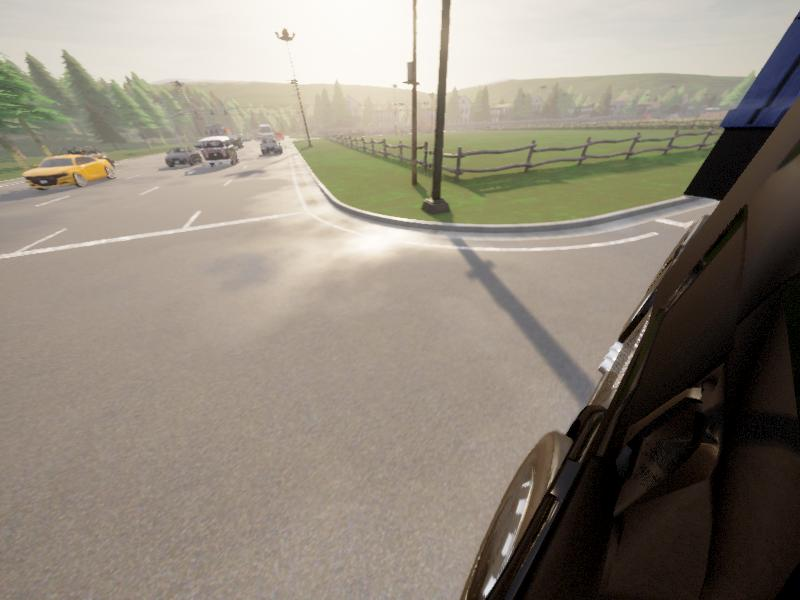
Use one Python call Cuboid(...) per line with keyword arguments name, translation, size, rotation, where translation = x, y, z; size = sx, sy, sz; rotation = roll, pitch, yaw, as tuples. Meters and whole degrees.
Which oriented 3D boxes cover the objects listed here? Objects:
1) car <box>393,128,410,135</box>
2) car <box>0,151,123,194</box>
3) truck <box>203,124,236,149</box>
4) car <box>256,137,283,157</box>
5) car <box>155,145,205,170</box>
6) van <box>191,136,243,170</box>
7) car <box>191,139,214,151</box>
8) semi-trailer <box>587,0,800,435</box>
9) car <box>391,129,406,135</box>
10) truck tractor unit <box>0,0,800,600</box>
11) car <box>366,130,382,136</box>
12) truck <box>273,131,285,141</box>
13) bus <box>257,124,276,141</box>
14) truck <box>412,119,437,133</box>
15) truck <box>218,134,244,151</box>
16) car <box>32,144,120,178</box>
Cuboid(name="car", translation=(0.572, -57.980, 79.499), size=(5.366, 1.575, 1.801), rotation=(-15, 39, -17))
Cuboid(name="car", translation=(-19.739, -7.812, 13.903), size=(1.882, 1.535, 5.008), rotation=(-15, 39, -16))
Cuboid(name="truck", translation=(-37.144, -34.081, 47.982), size=(2.891, 3.827, 8.468), rotation=(-15, 39, -16))
Cuboid(name="car", translation=(-15.381, -18.315, 27.518), size=(2.242, 1.667, 4.611), rotation=(-15, 39, -16))
Cuboid(name="car", translation=(-19.355, -12.824, 20.604), size=(1.816, 1.474, 4.193), rotation=(-15, 39, -16))
Cuboid(name="van", translation=(-15.172, -12.542, 19.511), size=(2.069, 2.038, 4.480), rotation=(-15, 39, -16))
Cuboid(name="car", translation=(-39.807, -31.426, 46.681), size=(2.152, 1.651, 5.027), rotation=(-15, 39, -16))
Cuboid(name="semi-trailer", translation=(9.431, -2.962, 3.337), size=(14.254, 4.402, 2.717), rotation=(-19, 40, -20))
Cuboid(name="car", translation=(-0.441, -59.972, 82.215), size=(5.008, 1.535, 1.882), rotation=(-15, 39, -17))
Cuboid(name="truck tractor unit", translation=(2.645, -0.295, 0.351), size=(6.516, 4.208, 3.053), rotation=(-28, 44, -30))
Cuboid(name="car", translation=(-8.977, -57.590, 79.593), size=(4.792, 1.488, 2.163), rotation=(-15, 39, -17))
Cuboid(name="truck", translation=(-39.265, -53.386, 74.940), size=(2.627, 2.467, 5.204), rotation=(-15, 39, -16))
Cuboid(name="bus", translation=(-44.310, -55.993, 77.216), size=(3.944, 4.253, 10.273), rotation=(-15, 39, -16))
Cuboid(name="truck", translation=(9.015, -63.515, 84.466), size=(8.468, 3.827, 2.891), rotation=(-15, 39, -17))
Cuboid(name="truck", translation=(-29.138, -27.448, 40.127), size=(2.390, 2.098, 6.274), rotation=(-17, 39, -18))
Cuboid(name="car", translation=(-26.045, -11.513, 18.913), size=(1.932, 1.855, 4.605), rotation=(-15, 39, -16))
